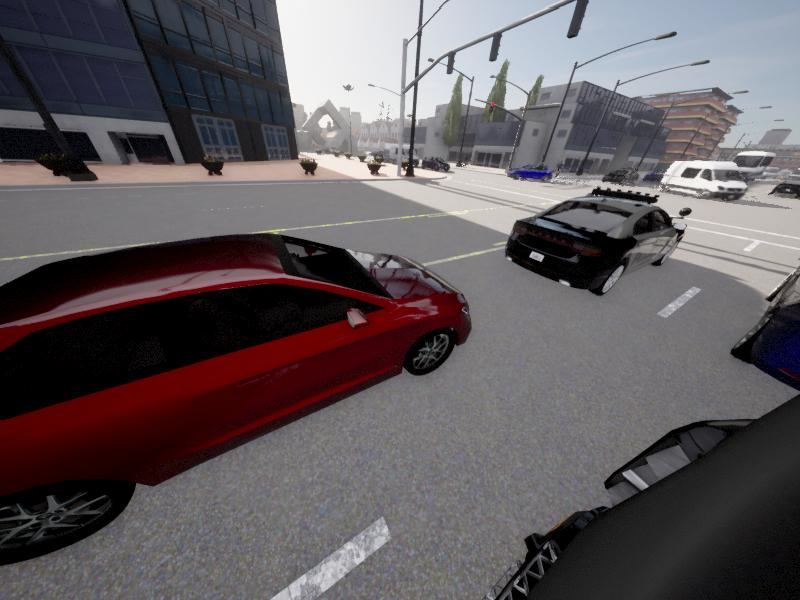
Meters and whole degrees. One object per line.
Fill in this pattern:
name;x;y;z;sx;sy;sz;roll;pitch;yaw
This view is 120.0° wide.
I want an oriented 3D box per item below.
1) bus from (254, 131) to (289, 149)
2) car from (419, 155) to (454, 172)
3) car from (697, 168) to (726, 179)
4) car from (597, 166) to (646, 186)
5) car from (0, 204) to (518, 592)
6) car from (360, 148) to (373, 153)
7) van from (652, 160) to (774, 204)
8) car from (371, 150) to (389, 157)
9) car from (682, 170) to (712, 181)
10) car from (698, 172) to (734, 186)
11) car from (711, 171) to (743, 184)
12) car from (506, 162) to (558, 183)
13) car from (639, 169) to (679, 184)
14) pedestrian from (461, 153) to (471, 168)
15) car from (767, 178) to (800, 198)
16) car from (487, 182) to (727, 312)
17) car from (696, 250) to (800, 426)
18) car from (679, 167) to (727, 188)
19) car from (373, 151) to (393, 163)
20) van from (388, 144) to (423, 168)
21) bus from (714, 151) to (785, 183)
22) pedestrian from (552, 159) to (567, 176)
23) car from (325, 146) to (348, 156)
bus;-41.911;-52.664;76.092;3.944;4.253;10.273;11;34;11
car;4.322;-16.609;28.135;1.816;1.474;4.193;-15;38;-26
car;57.381;-23.327;42.553;5.008;1.535;1.882;-17;38;-26
car;24.864;-13.934;25.931;5.238;1.638;1.930;-15;38;-26
car;-1.189;0.152;2.295;4.193;1.474;1.816;-16;38;-26
car;-13.142;-58.438;90.371;4.514;1.525;2.007;16;35;17
van;24.592;-9.806;18.787;1.988;2.561;5.915;6;33;7
car;-5.188;-38.359;60.517;2.033;1.411;5.357;18;36;21
car;50.057;-21.044;38.920;4.181;1.385;1.994;-17;38;-26
car;45.350;-17.416;33.142;4.674;1.442;1.812;-16;38;-26
car;50.678;-19.008;35.835;4.193;1.474;1.816;-17;38;-26
car;13.305;-13.024;23.569;4.193;1.474;1.816;12;35;13
car;35.003;-16.718;31.200;5.008;1.535;1.882;-16;38;-26
pedestrian;9.638;-20.327;33.684;0.751;1.860;0.751;-23;41;-34
car;41.299;-11.815;24.309;5.008;1.535;1.882;-15;38;-26
car;4.752;-1.608;5.289;5.238;1.638;1.930;-16;38;-26
car;6.340;0.234;2.775;4.792;1.488;2.163;-16;38;-26
car;38.953;-15.807;29.696;5.566;2.045;2.150;-16;38;-26
car;-2.804;-23.661;38.154;1.845;1.501;3.633;-16;38;-27
van;0.624;-20.772;33.157;1.988;2.561;5.915;-15;38;-26
bus;59.335;-22.682;39.279;10.273;4.253;3.944;-17;38;-26
pedestrian;20.370;-16.936;29.564;0.751;1.860;0.751;-21;40;-33
car;-15.108;-35.210;54.582;4.974;1.542;2.038;-7;35;-16
